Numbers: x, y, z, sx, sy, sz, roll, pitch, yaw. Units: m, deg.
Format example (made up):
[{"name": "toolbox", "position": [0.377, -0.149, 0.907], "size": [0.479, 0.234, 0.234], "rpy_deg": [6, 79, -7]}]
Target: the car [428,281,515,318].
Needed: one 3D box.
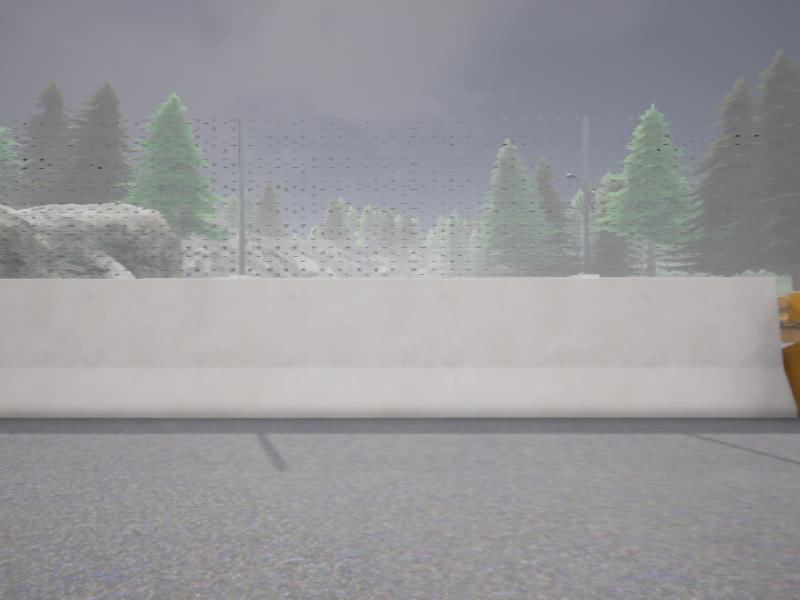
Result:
[{"name": "car", "position": [4.222, -0.036, 24.657], "size": [2.150, 2.045, 5.566], "rpy_deg": [0, 0, -32]}]
